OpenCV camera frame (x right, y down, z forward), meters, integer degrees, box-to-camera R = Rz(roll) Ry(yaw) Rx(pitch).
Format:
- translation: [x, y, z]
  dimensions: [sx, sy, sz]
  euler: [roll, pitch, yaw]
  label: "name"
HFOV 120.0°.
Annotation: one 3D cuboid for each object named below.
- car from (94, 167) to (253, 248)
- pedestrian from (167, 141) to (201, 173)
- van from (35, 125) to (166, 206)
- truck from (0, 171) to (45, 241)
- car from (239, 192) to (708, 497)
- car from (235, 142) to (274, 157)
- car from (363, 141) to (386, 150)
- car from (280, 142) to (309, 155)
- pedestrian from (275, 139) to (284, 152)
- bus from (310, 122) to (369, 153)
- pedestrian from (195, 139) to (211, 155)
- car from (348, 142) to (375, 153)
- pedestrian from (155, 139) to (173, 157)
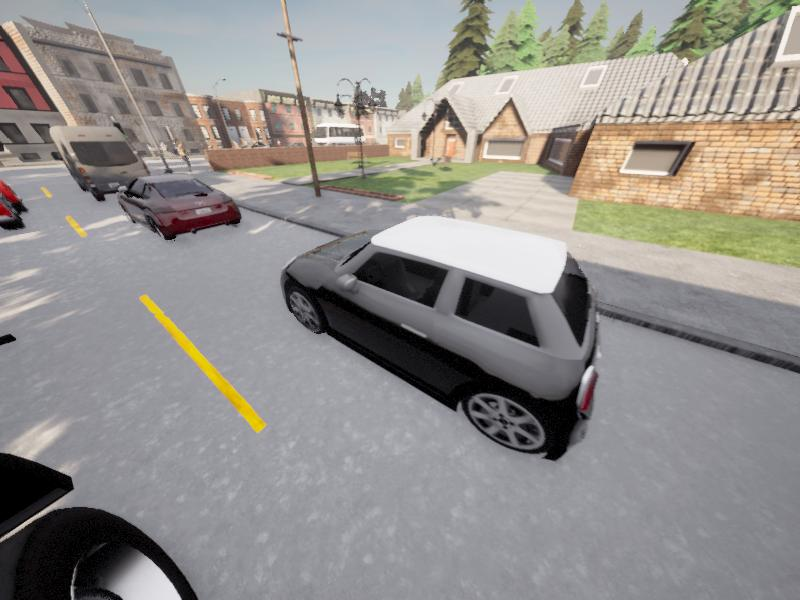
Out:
- translation: [-6.778, -3.008, 6.948]
  dimensions: [4.181, 1.385, 1.994]
  euler: [22, 40, 28]
  label: "car"
- translation: [-14.886, -9.879, 15.980]
  dimensions: [0.751, 1.860, 0.751]
  euler: [0, 35, 0]
  label: "pedestrian"
- translation: [-13.527, -6.210, 10.432]
  dimensions: [5.915, 2.561, 1.988]
  euler: [23, 41, 28]
  label: "van"
- translation: [-12.954, -3.166, 6.163]
  dimensions: [5.204, 2.467, 2.627]
  euler: [23, 41, 28]
  label: "truck"
- translation: [0.236, -0.186, 2.898]
  dimensions: [3.806, 1.475, 1.970]
  euler: [22, 41, 28]
  label: "car"
- translation: [-20.406, -21.243, 32.529]
  dimensions: [1.851, 1.617, 3.988]
  euler: [22, 41, 28]
  label: "car"
- translation: [-5.477, -33.370, 49.873]
  dimensions: [1.801, 1.575, 5.366]
  euler: [22, 41, 28]
  label: "car"
- translation: [-16.740, -24.191, 36.807]
  dimensions: [1.845, 1.501, 3.633]
  euler: [22, 41, 28]
  label: "car"
- translation: [-21.083, -27.064, 40.430]
  dimensions: [0.751, 1.860, 0.751]
  euler: [9, 36, 12]
  label: "pedestrian"
- translation: [-10.733, -30.064, 42.824]
  dimensions: [3.944, 4.253, 10.273]
  euler: [22, 41, 28]
  label: "bus"
- translation: [-26.865, -20.906, 31.562]
  dimensions: [0.751, 1.860, 0.751]
  euler: [17, 39, 22]
  label: "pedestrian"
- translation: [-7.007, -28.113, 42.437]
  dimensions: [1.882, 1.535, 5.008]
  euler: [22, 41, 28]
  label: "car"
- translation: [-29.416, -18.986, 28.819]
  dimensions: [0.751, 1.860, 0.751]
  euler: [21, 40, 27]
  label: "pedestrian"
